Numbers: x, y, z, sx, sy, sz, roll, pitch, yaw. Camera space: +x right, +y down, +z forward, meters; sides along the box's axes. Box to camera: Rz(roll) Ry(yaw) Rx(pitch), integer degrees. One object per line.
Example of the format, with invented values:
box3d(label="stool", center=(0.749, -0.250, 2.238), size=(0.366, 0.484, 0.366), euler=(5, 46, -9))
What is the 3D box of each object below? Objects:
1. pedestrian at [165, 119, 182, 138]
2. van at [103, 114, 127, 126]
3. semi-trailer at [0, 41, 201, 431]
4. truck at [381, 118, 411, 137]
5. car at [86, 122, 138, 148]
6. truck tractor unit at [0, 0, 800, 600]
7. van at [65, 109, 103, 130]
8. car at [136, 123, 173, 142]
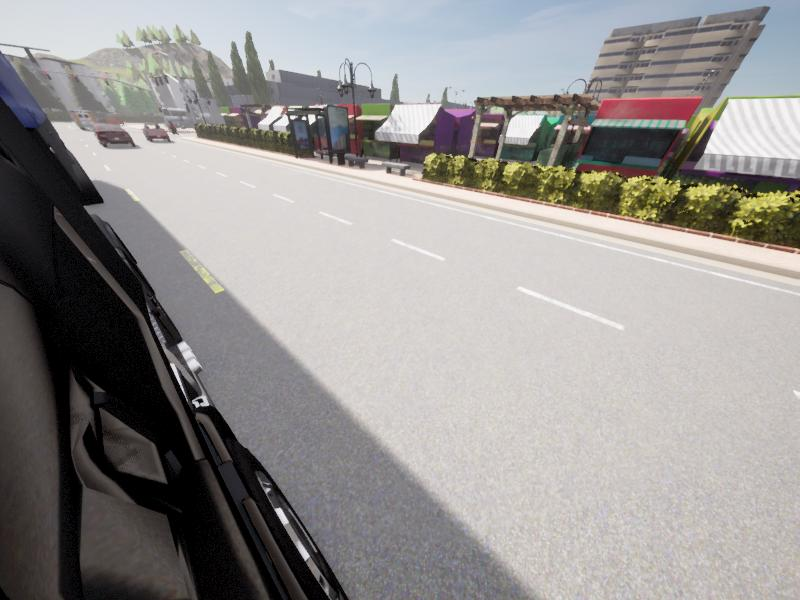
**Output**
box3d(label="pedestrian", center=(-28.411, -21.508, 28.989), size=(0.751, 1.860, 0.751), euler=(-20, 42, -27))
box3d(label="van", center=(-65.988, -41.740, 53.580), size=(1.775, 1.987, 4.442), euler=(-16, 41, -23))
box3d(label="semi-trailer", center=(-8.683, -3.618, 4.239), size=(14.254, 4.402, 2.717), euler=(28, 44, 30))
box3d(label="truck", center=(-1.092, -46.405, 62.378), size=(2.891, 3.827, 8.468), euler=(30, 44, 31))
box3d(label="car", center=(-24.005, -13.762, 19.229), size=(5.008, 1.535, 1.882), euler=(29, 44, 30))
box3d(label="truck tractor unit", center=(-2.645, -0.295, 0.351), size=(6.516, 4.208, 3.053), euler=(28, 44, 30))
box3d(label="van", center=(-50.201, -28.632, 36.697), size=(6.366, 2.431, 2.351), euler=(28, 44, 30))
box3d(label="car", center=(-25.604, -17.488, 24.112), size=(3.633, 1.501, 1.845), euler=(31, 45, 33))
